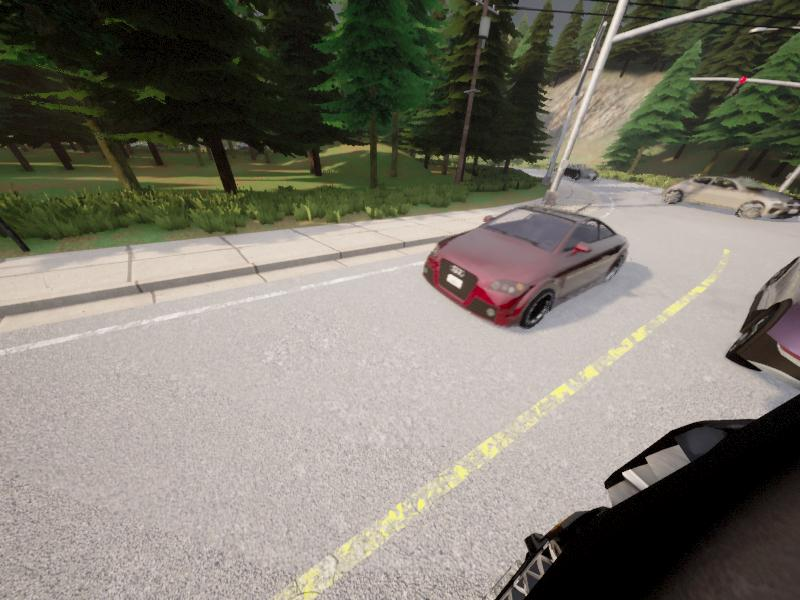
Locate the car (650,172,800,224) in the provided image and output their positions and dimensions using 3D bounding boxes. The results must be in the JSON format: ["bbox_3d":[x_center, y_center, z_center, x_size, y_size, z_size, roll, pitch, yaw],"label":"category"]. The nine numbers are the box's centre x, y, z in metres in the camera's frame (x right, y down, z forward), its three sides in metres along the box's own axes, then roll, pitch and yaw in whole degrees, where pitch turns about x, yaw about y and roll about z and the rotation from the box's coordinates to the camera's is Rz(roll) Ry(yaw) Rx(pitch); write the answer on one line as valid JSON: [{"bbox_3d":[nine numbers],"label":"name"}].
[{"bbox_3d":[17.205,-5.571,12.203,2.152,1.651,5.027,-3,34,-8],"label":"car"}]

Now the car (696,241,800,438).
[{"bbox_3d":[6.133,0.163,2.695,4.856,1.649,2.033,-17,39,-28],"label":"car"}]

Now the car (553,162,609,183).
[{"bbox_3d":[18.683,-13.452,24.254,2.128,1.511,4.902,3,33,0],"label":"car"}]

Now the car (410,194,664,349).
[{"bbox_3d":[2.528,-0.965,4.349,4.181,1.385,1.994,-17,39,-28],"label":"car"}]
